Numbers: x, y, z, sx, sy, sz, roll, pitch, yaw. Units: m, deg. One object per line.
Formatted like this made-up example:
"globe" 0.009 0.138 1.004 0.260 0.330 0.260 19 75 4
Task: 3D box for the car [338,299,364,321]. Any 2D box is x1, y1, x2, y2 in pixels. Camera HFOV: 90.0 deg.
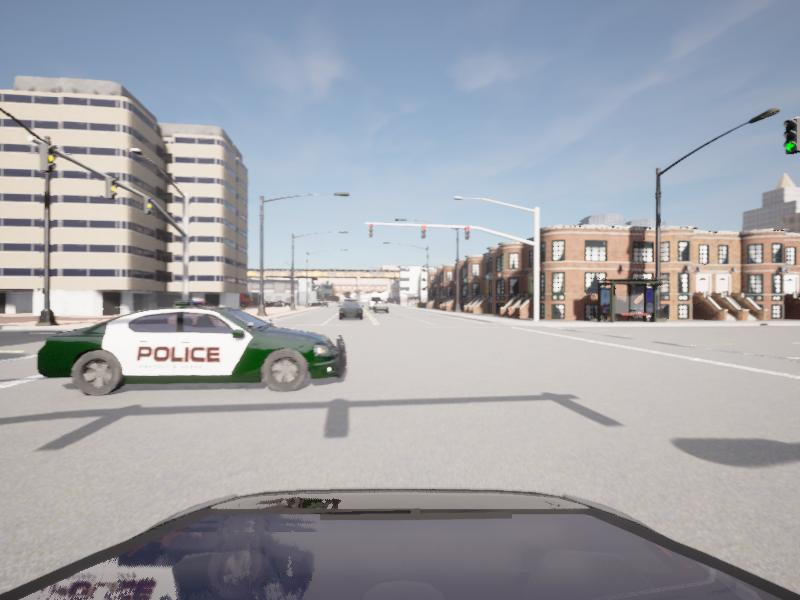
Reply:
"car" -4.041 0.771 33.069 1.930 1.638 5.238 0 0 -6

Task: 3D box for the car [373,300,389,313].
"car" -2.446 0.800 50.557 1.851 1.617 3.988 0 0 -6

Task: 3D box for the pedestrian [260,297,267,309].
"pedestrian" -21.764 0.529 63.756 0.751 1.860 0.751 0 0 8

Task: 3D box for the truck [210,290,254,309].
"truck" -37.075 -0.094 88.369 8.468 3.827 2.891 -1 0 -8

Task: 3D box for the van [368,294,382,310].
"van" -4.075 0.334 65.335 1.988 2.561 5.915 0 0 -6

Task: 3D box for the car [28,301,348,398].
"car" -3.533 0.814 7.621 4.974 1.542 2.038 1 0 -6
